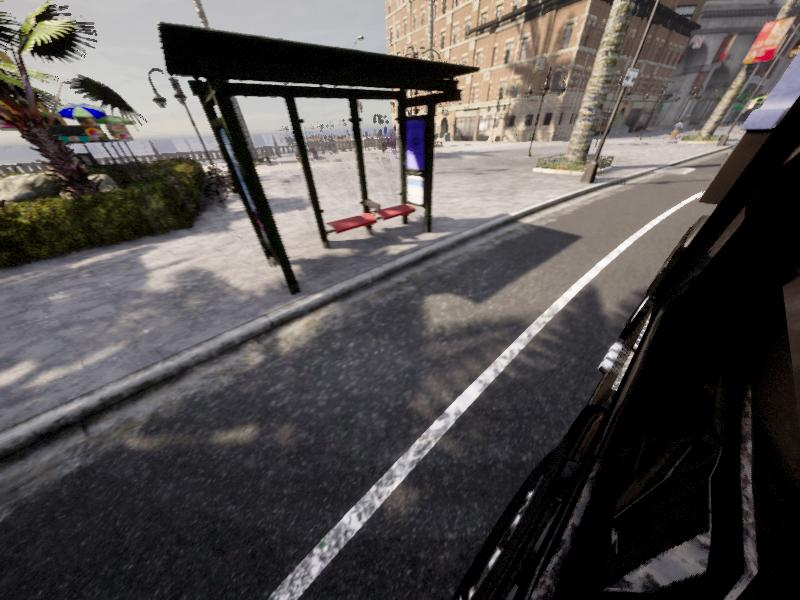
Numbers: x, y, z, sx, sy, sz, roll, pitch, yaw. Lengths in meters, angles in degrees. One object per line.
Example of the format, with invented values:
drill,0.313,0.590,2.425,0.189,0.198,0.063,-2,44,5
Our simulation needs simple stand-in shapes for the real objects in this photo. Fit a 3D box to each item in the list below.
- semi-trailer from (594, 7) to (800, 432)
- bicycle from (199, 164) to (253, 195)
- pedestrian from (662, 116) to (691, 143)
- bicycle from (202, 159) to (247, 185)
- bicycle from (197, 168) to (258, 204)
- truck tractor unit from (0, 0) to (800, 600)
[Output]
semi-trailer,8.948,-3.417,3.973,14.254,4.402,2.717,-25,42,-27
bicycle,-7.781,-5.456,10.416,1.643,1.024,0.373,-23,41,-25
pedestrian,24.549,-15.091,20.511,0.751,1.860,0.751,-20,40,-21
bicycle,-9.440,-6.908,12.477,1.643,1.024,0.373,-23,41,-25
bicycle,-6.675,-4.488,9.042,1.643,1.024,0.373,-23,41,-25
truck tractor unit,2.645,-0.295,0.351,6.516,4.208,3.053,-28,44,-30
